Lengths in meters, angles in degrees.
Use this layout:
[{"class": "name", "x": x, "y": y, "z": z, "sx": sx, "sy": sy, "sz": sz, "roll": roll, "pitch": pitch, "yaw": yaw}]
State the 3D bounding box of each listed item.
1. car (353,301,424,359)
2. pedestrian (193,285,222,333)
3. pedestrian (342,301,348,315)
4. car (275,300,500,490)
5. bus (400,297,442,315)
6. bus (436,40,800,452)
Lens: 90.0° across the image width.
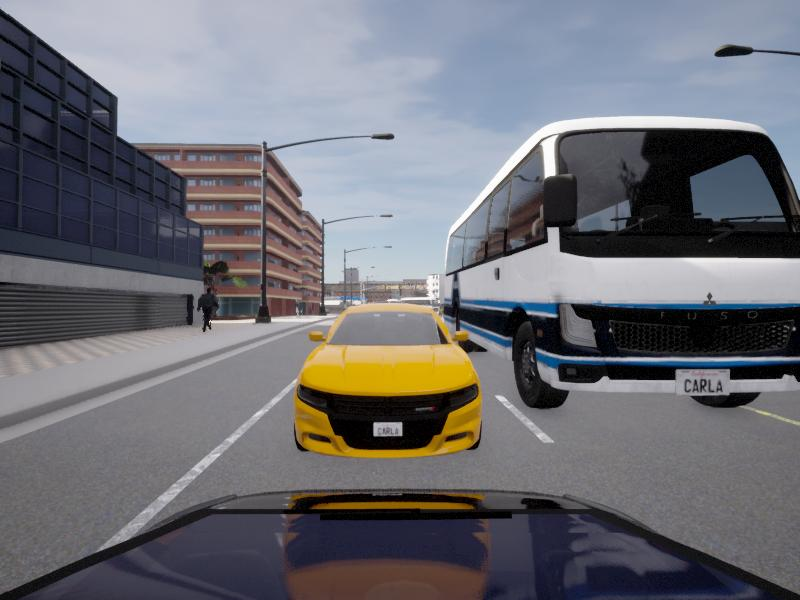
[{"class": "car", "x": -0.325, "y": 0.768, "z": 12.619, "sx": 1.812, "sy": 1.442, "sz": 4.674, "roll": 0, "pitch": 1, "yaw": -1}, {"class": "pedestrian", "x": -7.740, "y": 0.354, "z": 16.116, "sx": 0.751, "sy": 1.860, "sz": 0.751, "roll": 0, "pitch": -1, "yaw": 2}, {"class": "pedestrian", "x": -7.263, "y": 1.107, "z": 53.057, "sx": 0.751, "sy": 1.860, "sz": 0.751, "roll": 0, "pitch": -1, "yaw": 0}, {"class": "car", "x": -0.158, "y": 0.790, "z": 5.854, "sx": 1.882, "sy": 1.535, "sz": 5.008, "roll": 0, "pitch": 1, "yaw": -1}, {"class": "bus", "x": 5.254, "y": 1.483, "z": 100.700, "sx": 10.273, "sy": 4.253, "sz": 3.944, "roll": -1, "pitch": -1, "yaw": 39}, {"class": "bus", "x": 3.384, "y": -0.601, "z": 9.306, "sx": 3.944, "sy": 4.253, "sz": 10.273, "roll": 0, "pitch": 1, "yaw": -1}]
